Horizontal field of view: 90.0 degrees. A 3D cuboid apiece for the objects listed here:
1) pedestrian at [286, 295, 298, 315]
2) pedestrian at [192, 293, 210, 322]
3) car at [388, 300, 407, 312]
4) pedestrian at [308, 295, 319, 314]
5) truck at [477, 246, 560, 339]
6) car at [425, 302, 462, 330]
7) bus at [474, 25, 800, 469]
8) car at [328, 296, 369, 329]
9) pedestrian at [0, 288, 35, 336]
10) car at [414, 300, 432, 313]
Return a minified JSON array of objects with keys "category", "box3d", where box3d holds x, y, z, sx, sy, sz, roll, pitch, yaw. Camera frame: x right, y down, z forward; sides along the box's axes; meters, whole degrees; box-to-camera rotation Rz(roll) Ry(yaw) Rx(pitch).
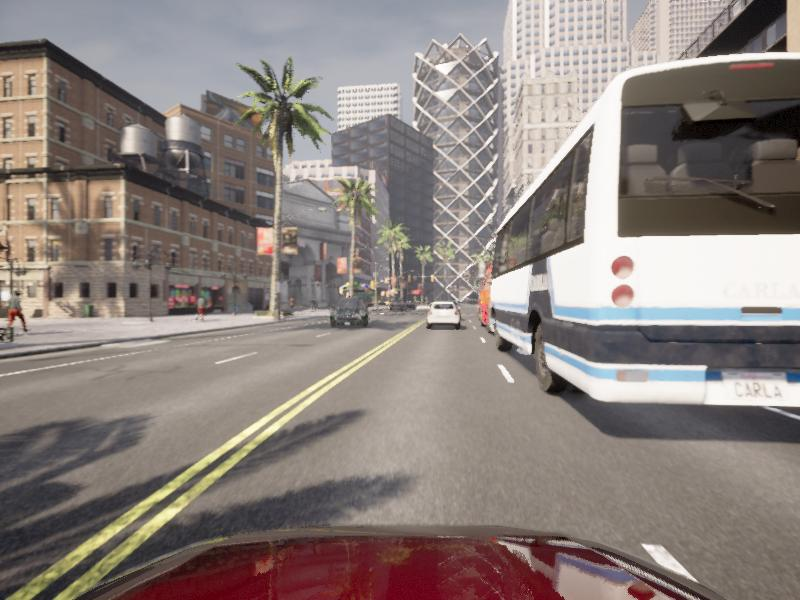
[{"category":"pedestrian","box3d":[-10.159,0.467,37.671,0.751,1.860,0.751,0,0,17]},{"category":"pedestrian","box3d":[-12.953,0.465,26.108,0.751,1.860,0.751,0,0,13]},{"category":"car","box3d":[-0.287,0.762,53.845,1.930,1.638,5.238,0,0,8]},{"category":"pedestrian","box3d":[-8.455,0.469,39.306,0.751,1.860,0.751,0,0,23]},{"category":"truck","box3d":[5.769,-0.317,20.975,2.891,3.827,8.468,0,0,8]},{"category":"car","box3d":[2.594,0.853,23.543,1.970,1.475,3.806,0,0,8]},{"category":"bus","box3d":[4.052,-0.529,8.980,3.944,4.253,10.273,0,0,6]},{"category":"car","box3d":[-2.923,0.687,23.719,2.097,1.767,4.553,0,0,-3]},{"category":"pedestrian","box3d":[-15.355,0.464,16.047,0.751,1.860,0.751,0,0,1]},{"category":"car","box3d":[3.097,0.822,52.764,2.007,1.525,4.514,0,0,8]}]
